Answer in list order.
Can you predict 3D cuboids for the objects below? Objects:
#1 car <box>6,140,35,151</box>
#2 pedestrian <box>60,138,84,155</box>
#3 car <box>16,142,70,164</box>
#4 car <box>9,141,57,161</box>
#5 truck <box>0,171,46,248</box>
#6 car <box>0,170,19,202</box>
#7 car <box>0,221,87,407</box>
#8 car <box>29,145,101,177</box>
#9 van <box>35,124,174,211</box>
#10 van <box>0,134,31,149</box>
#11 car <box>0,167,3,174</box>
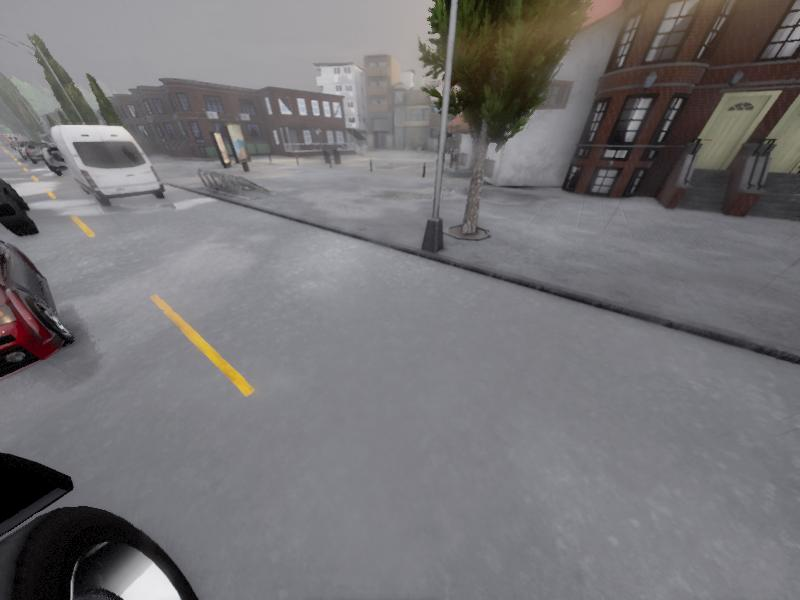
[{"bbox_3d":[-72.331,-29.483,43.990,5.027,1.651,2.152,22,41,28],"label":"car"},{"bbox_3d":[-42.133,-19.686,29.660,0.751,1.860,0.751,8,36,10],"label":"pedestrian"},{"bbox_3d":[-35.653,-14.727,23.057,4.611,1.667,2.242,22,41,29],"label":"car"},{"bbox_3d":[-41.571,-16.989,26.226,4.611,1.667,2.242,23,41,29],"label":"car"},{"bbox_3d":[-12.552,-2.930,6.142,6.274,2.098,2.390,22,41,28],"label":"truck"},{"bbox_3d":[-18.747,-5.168,9.778,4.902,1.511,2.128,22,41,28],"label":"car"},{"bbox_3d":[-5.974,0.022,2.649,4.181,1.385,1.994,22,40,28],"label":"car"},{"bbox_3d":[-24.301,-10.188,16.757,4.856,1.649,2.033,23,41,28],"label":"car"},{"bbox_3d":[-12.562,-5.792,9.824,5.915,2.561,1.988,23,41,28],"label":"van"},{"bbox_3d":[-81.180,-33.506,48.674,6.366,2.431,2.351,22,41,28],"label":"van"},{"bbox_3d":[-30.700,-9.984,16.454,5.366,1.575,1.801,22,41,28],"label":"car"}]
